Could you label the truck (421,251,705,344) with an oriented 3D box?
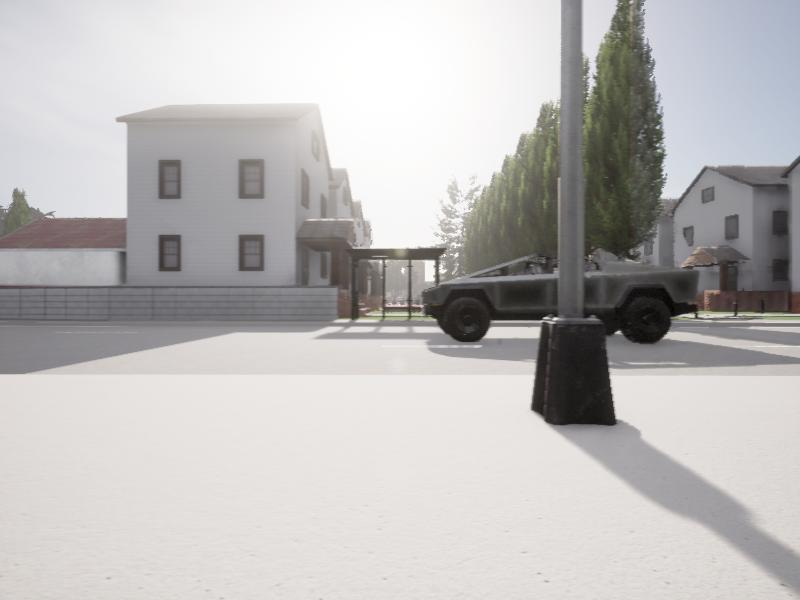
[{"bbox_3d":[3.728,-0.060,10.208,6.274,2.098,2.390,0,0,0],"label":"truck"}]
